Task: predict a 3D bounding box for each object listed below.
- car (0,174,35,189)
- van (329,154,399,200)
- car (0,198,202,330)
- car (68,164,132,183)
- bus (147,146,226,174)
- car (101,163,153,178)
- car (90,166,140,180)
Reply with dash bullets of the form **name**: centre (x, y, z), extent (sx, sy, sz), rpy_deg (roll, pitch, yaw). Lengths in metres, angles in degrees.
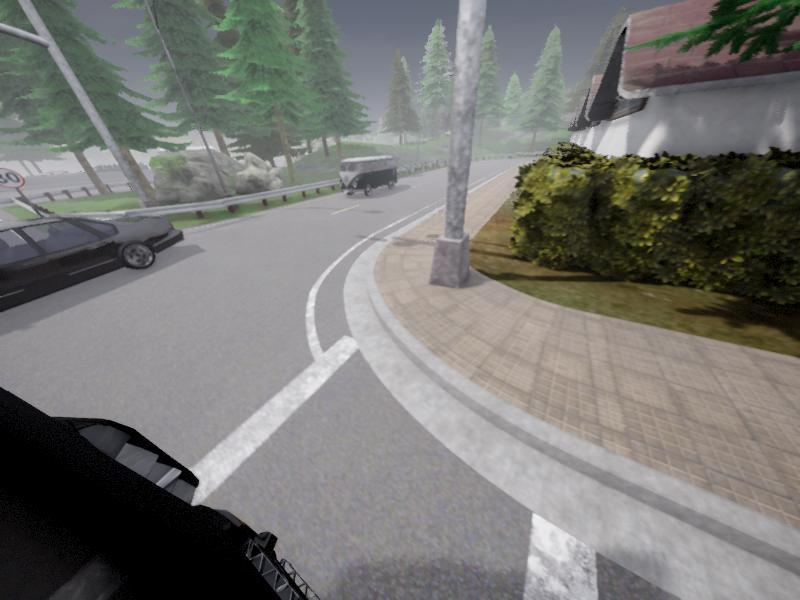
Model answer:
- **car**: centre (-54.399, -15.826, 31.126), extent (1.801, 1.575, 5.366), rpy_deg (16, 38, 26)
- **van**: centre (-1.975, -7.756, 14.376), extent (1.775, 1.987, 4.442), rpy_deg (16, 38, 26)
- **car**: centre (-7.534, -0.726, 4.544), extent (2.033, 1.411, 5.357), rpy_deg (5, 35, 12)
- **car**: centre (-46.680, -19.866, 36.177), extent (2.150, 2.045, 5.566), rpy_deg (16, 38, 26)
- **bus**: centre (-42.751, -28.511, 46.899), extent (3.944, 4.253, 10.273), rpy_deg (16, 38, 26)
- **car**: centre (-50.258, -24.049, 42.782), extent (2.150, 2.045, 5.566), rpy_deg (16, 38, 26)
- **car**: centre (-48.520, -21.721, 39.510), extent (2.033, 1.649, 4.856), rpy_deg (16, 37, 26)
